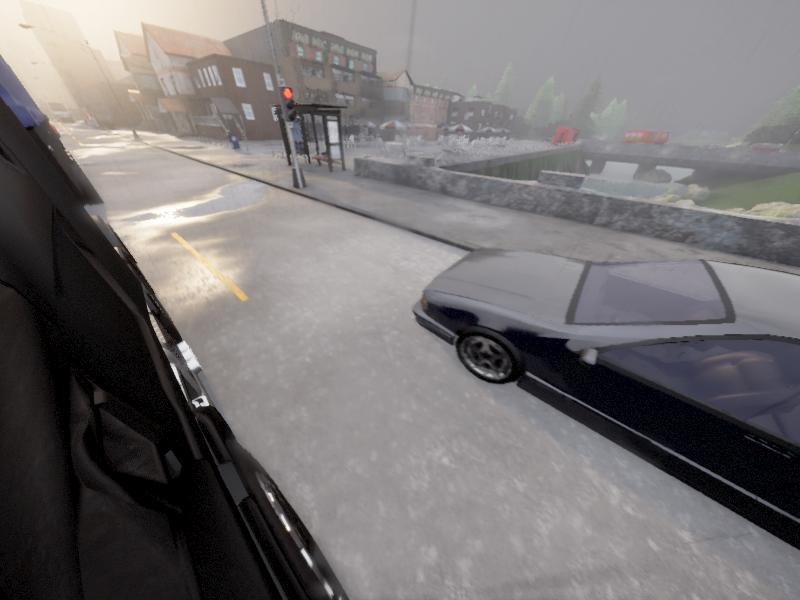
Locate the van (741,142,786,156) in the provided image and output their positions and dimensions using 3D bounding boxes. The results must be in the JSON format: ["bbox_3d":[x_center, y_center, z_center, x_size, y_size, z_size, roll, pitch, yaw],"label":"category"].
[{"bbox_3d":[75.955,-31.627,48.376,4.442,1.987,1.775,28,44,30],"label":"van"}]

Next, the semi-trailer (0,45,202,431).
[{"bbox_3d":[-8.700,-3.595,4.238,14.254,4.402,2.717,28,44,30],"label":"semi-trailer"}]

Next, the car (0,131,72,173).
[{"bbox_3d":[-18.162,-7.360,11.305,4.718,1.301,1.895,28,44,30],"label":"car"}]

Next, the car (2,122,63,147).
[{"bbox_3d":[-29.262,-13.302,18.512,4.181,1.385,1.994,28,44,30],"label":"car"}]

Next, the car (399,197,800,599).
[{"bbox_3d":[2.710,0.584,1.851,5.357,1.411,2.033,28,44,30],"label":"car"}]

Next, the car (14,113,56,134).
[{"bbox_3d":[-43.507,-21.103,27.634,3.866,1.878,1.905,28,44,30],"label":"car"}]

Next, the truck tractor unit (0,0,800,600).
[{"bbox_3d":[-2.645,-0.295,0.351,6.516,4.208,3.053,28,44,30],"label":"truck tractor unit"}]

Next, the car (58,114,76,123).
[{"bbox_3d":[-84.062,-45.738,58.290,5.238,1.638,1.930,28,44,30],"label":"car"}]

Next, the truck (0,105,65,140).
[{"bbox_3d":[-35.993,-17.350,22.567,5.204,2.467,2.627,29,44,29],"label":"truck"}]

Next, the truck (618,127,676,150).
[{"bbox_3d":[58.461,-38.549,55.046,8.468,3.827,2.891,28,44,30],"label":"truck"}]
